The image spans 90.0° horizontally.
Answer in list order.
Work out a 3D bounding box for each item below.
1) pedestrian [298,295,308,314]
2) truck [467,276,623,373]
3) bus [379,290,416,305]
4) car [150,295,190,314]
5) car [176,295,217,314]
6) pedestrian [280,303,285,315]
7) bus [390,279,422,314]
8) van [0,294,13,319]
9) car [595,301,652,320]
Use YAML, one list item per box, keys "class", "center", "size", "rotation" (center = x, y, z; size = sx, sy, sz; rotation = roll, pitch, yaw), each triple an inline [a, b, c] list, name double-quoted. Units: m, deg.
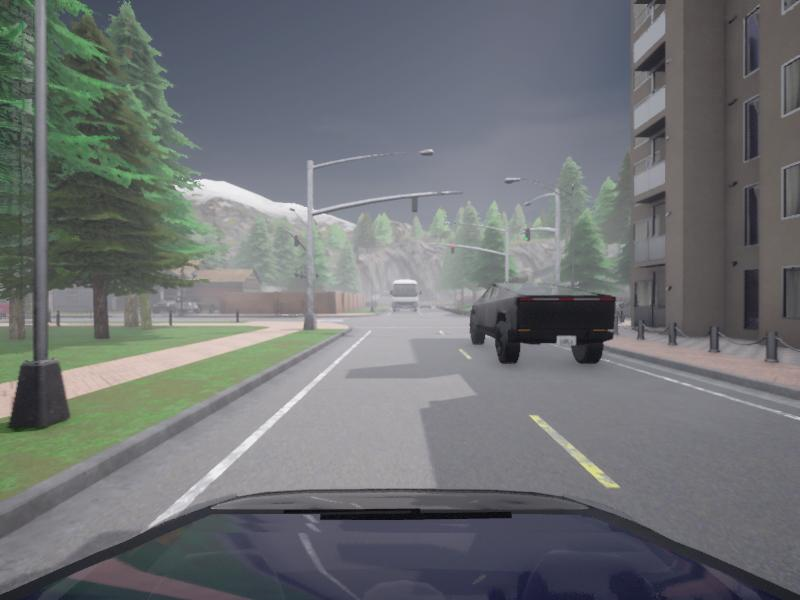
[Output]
- class: "pedestrian"
  center: [-9.335, 0.447, 38.583]
  size: [0.751, 1.860, 0.751]
  rotation: [0, 0, 7]
- class: "truck"
  center: [3.655, 0.533, 11.795]
  size: [2.390, 2.098, 6.274]
  rotation: [0, 0, 1]
- class: "bus"
  center: [-0.781, -0.604, 113.323]
  size: [10.273, 4.253, 3.944]
  rotation: [0, 0, 0]
- class: "car"
  center: [-23.514, 0.474, 41.045]
  size: [1.905, 1.878, 3.866]
  rotation: [0, 0, -1]
- class: "car"
  center: [-21.005, 0.472, 41.462]
  size: [1.932, 1.855, 4.605]
  rotation: [0, 0, -1]
- class: "pedestrian"
  center: [-11.037, 0.828, 37.575]
  size: [0.500, 1.100, 0.500]
  rotation: [0, 0, -18]
- class: "bus"
  center: [0.783, -0.589, 53.437]
  size: [3.944, 4.253, 10.273]
  rotation: [0, 2, 1]
- class: "van"
  center: [-34.031, 0.559, 32.015]
  size: [4.442, 1.987, 1.775]
  rotation: [0, 0, 0]
- class: "car"
  center: [18.181, 0.817, 32.635]
  size: [3.633, 1.501, 1.845]
  rotation: [0, 0, 0]
